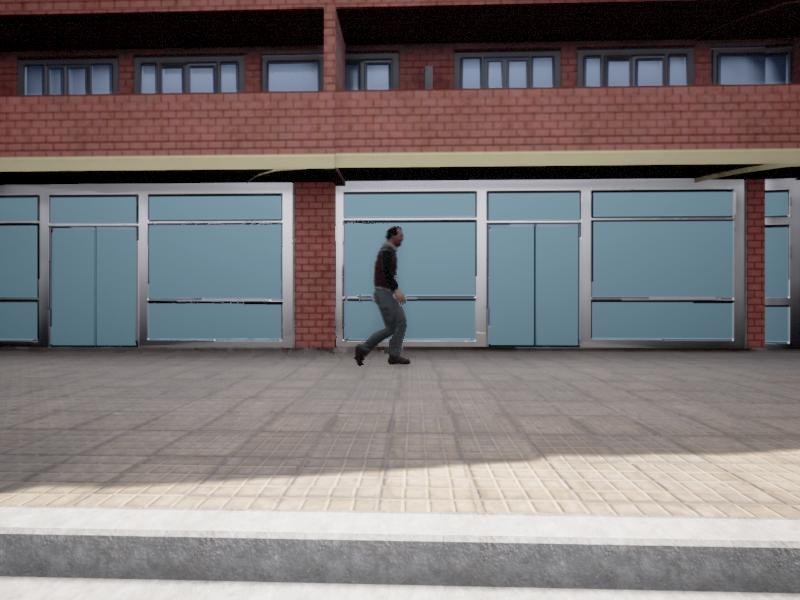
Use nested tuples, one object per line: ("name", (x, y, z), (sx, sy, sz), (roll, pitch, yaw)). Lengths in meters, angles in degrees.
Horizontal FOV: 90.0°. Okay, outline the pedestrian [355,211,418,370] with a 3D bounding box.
("pedestrian", (-0.144, -0.115, 5.078), (0.751, 1.860, 0.751), (0, 0, 3))
